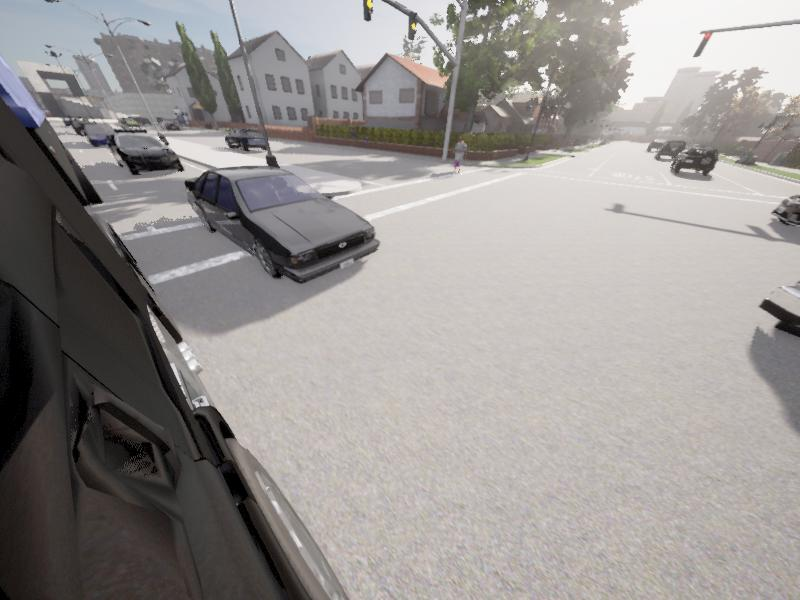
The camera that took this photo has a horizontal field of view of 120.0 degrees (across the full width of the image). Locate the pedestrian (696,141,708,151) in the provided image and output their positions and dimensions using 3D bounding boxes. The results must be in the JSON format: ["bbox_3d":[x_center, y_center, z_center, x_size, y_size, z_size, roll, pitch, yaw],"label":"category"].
[{"bbox_3d":[67.198,-34.172,51.352,0.751,1.860,0.751,28,44,30],"label":"pedestrian"}]

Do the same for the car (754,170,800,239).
[{"bbox_3d":[14.039,-2.080,5.924,5.027,1.651,2.152,28,44,30],"label":"car"}]

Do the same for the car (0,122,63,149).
[{"bbox_3d":[-27.041,-12.131,16.984,4.181,1.385,1.994,28,44,30],"label":"car"}]

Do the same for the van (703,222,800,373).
[{"bbox_3d":[8.082,0.023,2.088,6.366,2.431,2.351,1,36,-1],"label":"van"}]

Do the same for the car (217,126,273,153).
[{"bbox_3d":[-13.481,-14.015,20.114,4.856,1.649,2.033,28,44,30],"label":"car"}]

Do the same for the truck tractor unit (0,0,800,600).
[{"bbox_3d":[-2.645,-0.295,0.351,6.516,4.208,3.053,28,44,30],"label":"truck tractor unit"}]

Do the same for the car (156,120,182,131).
[{"bbox_3d":[-42.785,-32.345,42.797,4.974,1.542,2.038,28,44,30],"label":"car"}]

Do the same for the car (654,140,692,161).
[{"bbox_3d":[36.214,-20.042,30.858,2.150,2.045,5.566,28,44,29],"label":"car"}]

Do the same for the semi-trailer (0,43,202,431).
[{"bbox_3d":[-8.697,-3.607,4.227,14.254,4.402,2.717,28,44,30],"label":"semi-trailer"}]

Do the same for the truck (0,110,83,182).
[{"bbox_3d":[-16.596,-6.844,9.981,6.274,2.098,2.390,28,44,30],"label":"truck"}]

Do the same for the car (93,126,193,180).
[{"bbox_3d":[-12.282,-7.116,10.991,5.238,1.638,1.930,28,44,30],"label":"car"}]

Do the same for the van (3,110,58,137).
[{"bbox_3d":[-37.433,-17.945,23.525,4.480,2.038,2.069,28,44,30],"label":"van"}]

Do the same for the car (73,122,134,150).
[{"bbox_3d":[-23.470,-13.015,18.288,4.792,1.488,2.163,28,44,30],"label":"car"}]

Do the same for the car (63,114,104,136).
[{"bbox_3d":[-36.270,-20.008,26.470,3.866,1.878,1.905,28,44,30],"label":"car"}]

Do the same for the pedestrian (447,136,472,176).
[{"bbox_3d":[3.404,-8.337,13.361,0.751,1.860,0.751,32,46,33],"label":"pedestrian"}]

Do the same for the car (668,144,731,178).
[{"bbox_3d":[23.691,-11.250,18.519,1.932,1.855,4.605,28,44,30],"label":"car"}]

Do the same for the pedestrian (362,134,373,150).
[{"bbox_3d":[-3.347,-16.146,23.557,0.751,1.300,0.751,29,44,31],"label":"pedestrian"}]

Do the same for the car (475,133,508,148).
[{"bbox_3d":[13.368,-23.362,33.775,3.806,1.475,1.970,28,44,30],"label":"car"}]

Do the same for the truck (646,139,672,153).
[{"bbox_3d":[52.153,-31.214,46.652,2.390,2.098,6.274,28,44,29],"label":"truck"}]

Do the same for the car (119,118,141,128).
[{"bbox_3d":[-55.217,-36.230,47.206,4.514,1.525,2.007,28,44,30],"label":"car"}]

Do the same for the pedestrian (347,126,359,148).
[{"bbox_3d":[-4.958,-17.198,24.391,0.751,1.860,0.751,26,43,27],"label":"pedestrian"}]

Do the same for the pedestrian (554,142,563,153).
[{"bbox_3d":[21.368,-20.554,31.129,0.500,1.100,0.500,29,44,31],"label":"pedestrian"}]

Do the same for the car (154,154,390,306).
[{"bbox_3d":[-2.903,-2.010,4.976,5.357,1.411,2.033,28,44,30],"label":"car"}]
